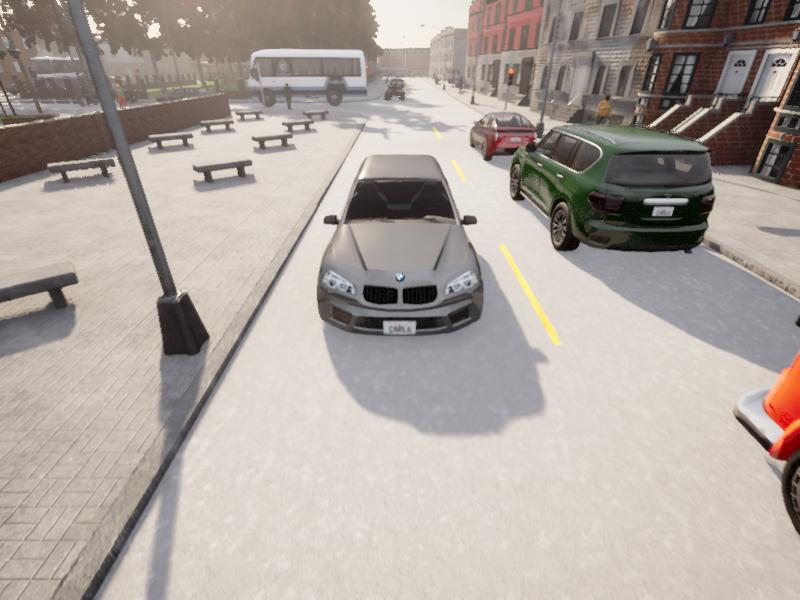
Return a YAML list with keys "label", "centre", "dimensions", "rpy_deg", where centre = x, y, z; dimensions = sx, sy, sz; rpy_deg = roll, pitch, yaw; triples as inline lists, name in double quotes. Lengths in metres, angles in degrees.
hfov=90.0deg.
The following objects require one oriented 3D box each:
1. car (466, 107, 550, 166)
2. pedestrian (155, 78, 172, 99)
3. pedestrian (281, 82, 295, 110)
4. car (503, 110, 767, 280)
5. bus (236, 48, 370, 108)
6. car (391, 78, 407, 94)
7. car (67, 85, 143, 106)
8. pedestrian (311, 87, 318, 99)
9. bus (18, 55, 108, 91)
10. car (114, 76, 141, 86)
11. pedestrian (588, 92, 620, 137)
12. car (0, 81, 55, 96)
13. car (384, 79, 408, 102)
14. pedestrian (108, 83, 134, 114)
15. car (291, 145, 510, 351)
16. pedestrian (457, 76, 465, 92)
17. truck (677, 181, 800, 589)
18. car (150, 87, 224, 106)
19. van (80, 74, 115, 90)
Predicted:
- label: "car"
  centre: [3.987, -6.535, 15.688]
  dimensions: [2.007, 1.525, 4.514]
  rpy_deg: [0, 30, 0]
- label: "pedestrian"
  centre: [-23.835, -21.328, 40.379]
  dimensions: [0.751, 1.860, 0.751]
  rpy_deg: [0, 30, 0]
- label: "pedestrian"
  centre: [-8.464, -15.392, 30.225]
  dimensions: [0.751, 1.860, 0.751]
  rpy_deg: [-9, 31, -14]
- label: "car"
  centre: [4.011, -2.624, 8.478]
  dimensions: [2.150, 2.045, 5.566]
  rpy_deg: [0, 30, 0]
- label: "bus"
  centre: [-8.032, -19.178, 34.612]
  dimensions: [10.273, 4.253, 3.944]
  rpy_deg: [-5, 31, -9]
- label: "car"
  centre: [-0.105, -28.033, 52.357]
  dimensions: [1.930, 1.638, 5.238]
  rpy_deg: [0, 30, 0]
- label: "car"
  centre: [-26.429, -18.417, 35.967]
  dimensions: [5.008, 1.535, 1.882]
  rpy_deg: [0, 30, 0]
- label: "pedestrian"
  centre: [-8.661, -21.010, 40.611]
  dimensions: [0.500, 1.100, 0.500]
  rpy_deg: [-4, 30, -6]
- label: "bus"
  centre: [-49.247, -33.604, 59.242]
  dimensions: [3.944, 4.253, 10.273]
  rpy_deg: [1, 30, 1]
- label: "car"
  centre: [-49.457, -39.866, 72.733]
  dimensions: [1.812, 1.442, 4.674]
  rpy_deg: [0, 30, 0]
- label: "pedestrian"
  centre: [9.586, -8.730, 18.866]
  dimensions: [0.751, 1.860, 0.751]
  rpy_deg: [2, 30, 3]
- label: "car"
  centre: [-45.531, -25.935, 48.949]
  dimensions: [2.033, 1.411, 5.357]
  rpy_deg: [1, 30, 1]
- label: "car"
  centre: [-0.371, -21.452, 40.848]
  dimensions: [1.905, 1.878, 3.866]
  rpy_deg: [4, 30, 6]
- label: "pedestrian"
  centre: [-19.516, -14.103, 28.020]
  dimensions: [0.751, 1.860, 0.751]
  rpy_deg: [2, 30, 3]
- label: "car"
  centre: [0.005, -1.254, 6.504]
  dimensions: [2.242, 1.667, 4.611]
  rpy_deg: [0, 30, 0]
- label: "pedestrian"
  centre: [7.915, -27.969, 51.788]
  dimensions: [0.751, 1.860, 0.751]
  rpy_deg: [1, 30, 1]
- label: "truck"
  centre: [4.003, 1.491, 1.017]
  dimensions: [2.627, 2.467, 5.204]
  rpy_deg: [0, 30, 0]
- label: "car"
  centre: [-19.004, -18.323, 35.959]
  dimensions: [5.357, 1.411, 2.033]
  rpy_deg: [0, 30, 1]
- label: "van"
  centre: [-45.229, -32.700, 59.938]
  dimensions: [1.775, 1.987, 4.442]
  rpy_deg: [-1, 30, -2]
